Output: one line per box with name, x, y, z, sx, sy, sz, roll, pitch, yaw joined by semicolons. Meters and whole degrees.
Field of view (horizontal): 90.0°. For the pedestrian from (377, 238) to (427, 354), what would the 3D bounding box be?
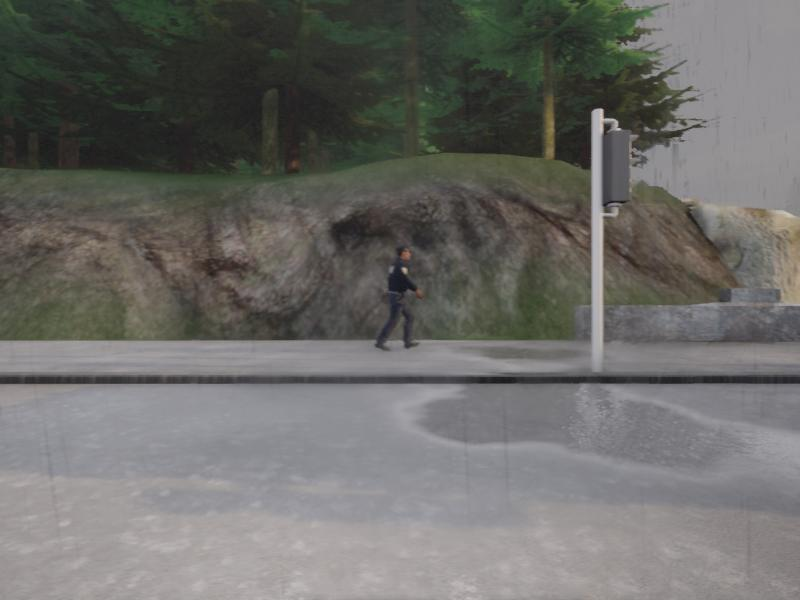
pedestrian;0.015;-0.067;6.851;0.751;1.860;0.751;0;0;-8
